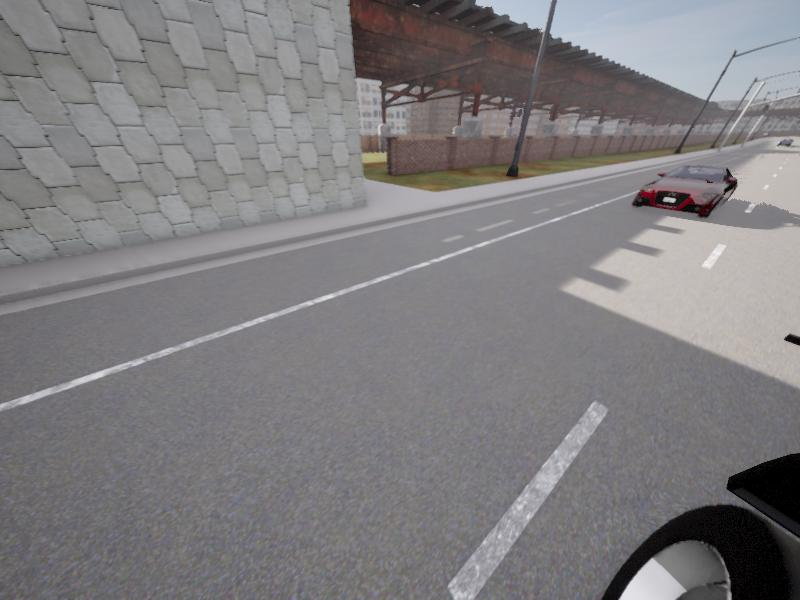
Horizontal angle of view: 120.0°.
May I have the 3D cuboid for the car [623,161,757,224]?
[{"bbox_3d":[10.586,-4.113,8.456,4.181,1.385,1.994,-21,40,-27],"label":"car"}]
